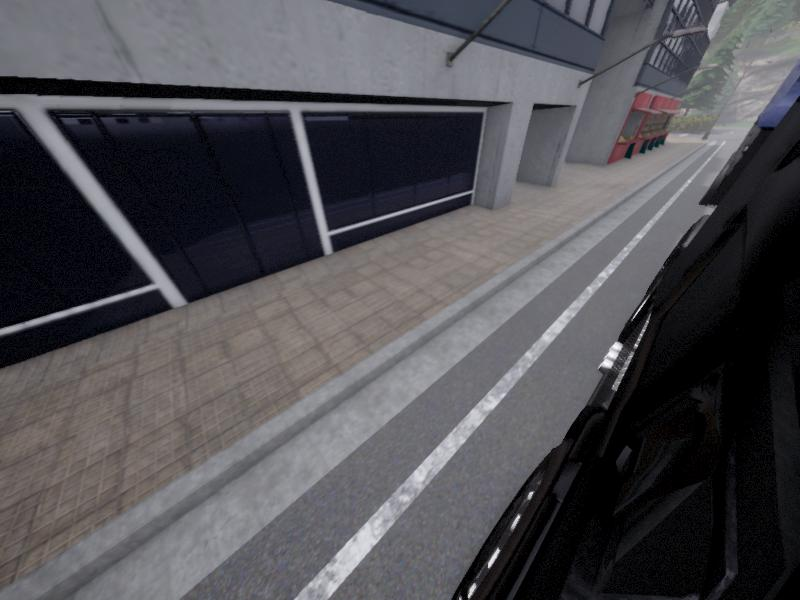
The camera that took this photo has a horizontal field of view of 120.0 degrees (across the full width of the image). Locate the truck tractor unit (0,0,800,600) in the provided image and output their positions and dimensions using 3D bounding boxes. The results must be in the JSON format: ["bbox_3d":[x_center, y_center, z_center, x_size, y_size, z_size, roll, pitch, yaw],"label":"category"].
[{"bbox_3d":[2.645,-0.295,0.351,6.516,4.208,3.053,-28,44,-30],"label":"truck tractor unit"}]

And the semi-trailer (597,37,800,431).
[{"bbox_3d":[8.729,-3.570,4.216,14.254,4.402,2.717,-28,43,-30],"label":"semi-trailer"}]

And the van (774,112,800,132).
[{"bbox_3d":[52.315,-23.501,30.504,1.775,1.987,4.442,29,47,35],"label":"van"}]
